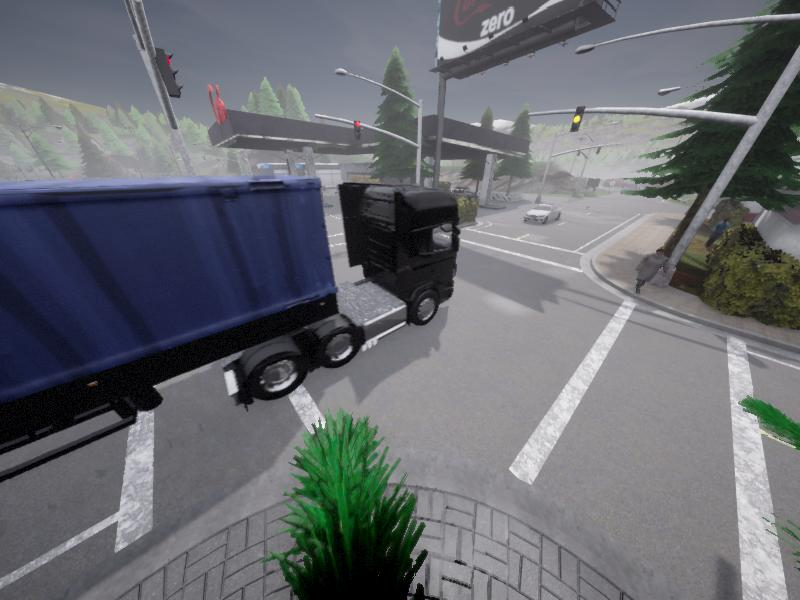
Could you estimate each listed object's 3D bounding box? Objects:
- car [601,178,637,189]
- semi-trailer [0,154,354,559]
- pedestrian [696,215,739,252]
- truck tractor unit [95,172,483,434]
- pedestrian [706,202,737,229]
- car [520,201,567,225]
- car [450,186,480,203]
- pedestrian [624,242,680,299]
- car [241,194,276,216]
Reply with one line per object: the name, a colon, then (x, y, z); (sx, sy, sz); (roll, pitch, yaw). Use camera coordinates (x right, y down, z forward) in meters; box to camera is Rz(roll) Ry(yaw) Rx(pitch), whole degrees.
car: (52.460, -27.971, 55.414); (2.150, 2.045, 5.566); (-22, 37, -33)
semi-trailer: (-7.481, 1.498, 1.602); (14.254, 4.402, 2.717); (-23, 37, -34)
pedestrian: (18.389, -3.883, 13.405); (0.751, 1.860, 0.751); (-22, 37, -33)
truck tractor unit: (-1.405, -0.929, 6.085); (6.516, 4.208, 3.053); (-22, 37, -34)
pedestrian: (25.801, -6.808, 18.550); (0.751, 1.860, 0.751); (-22, 36, -33)
car: (13.323, -8.082, 21.356); (4.674, 1.442, 1.812); (-22, 36, -34)
car: (9.747, -16.005, 34.849); (1.905, 1.878, 3.866); (-23, 37, -34)
pedestrian: (9.403, -1.115, 8.714); (0.751, 1.860, 0.751); (23, 37, 34)
car: (-15.972, -10.737, 25.967); (2.033, 1.649, 4.856); (-22, 37, -33)
